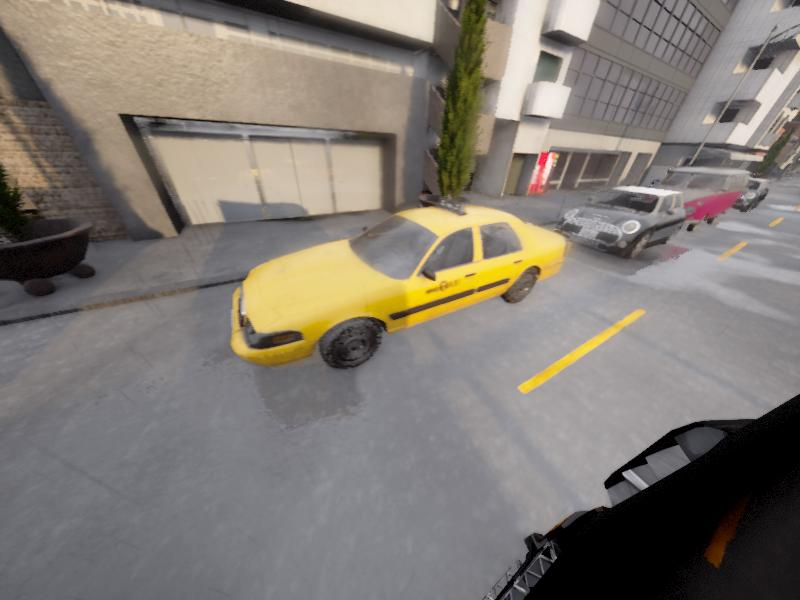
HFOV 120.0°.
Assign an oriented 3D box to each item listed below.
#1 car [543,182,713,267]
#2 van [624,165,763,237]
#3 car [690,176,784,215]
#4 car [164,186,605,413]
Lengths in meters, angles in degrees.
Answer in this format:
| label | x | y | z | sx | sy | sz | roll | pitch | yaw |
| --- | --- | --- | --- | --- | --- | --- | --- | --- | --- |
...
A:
| label | x | y | z | sx | sy | sz | roll | pitch | yaw |
| --- | --- | --- | --- | --- | --- | --- | --- | --- | --- |
| car | 6.444 | -2.374 | 6.621 | 3.806 | 1.475 | 1.970 | -16 | 38 | -26 |
| van | 11.225 | -3.968 | 8.879 | 4.442 | 1.987 | 1.775 | -16 | 38 | -26 |
| car | 18.279 | -5.801 | 12.569 | 3.806 | 1.475 | 1.970 | -16 | 38 | -26 |
| car | 0.465 | -0.687 | 3.590 | 5.366 | 1.575 | 1.801 | -16 | 38 | -26 |
